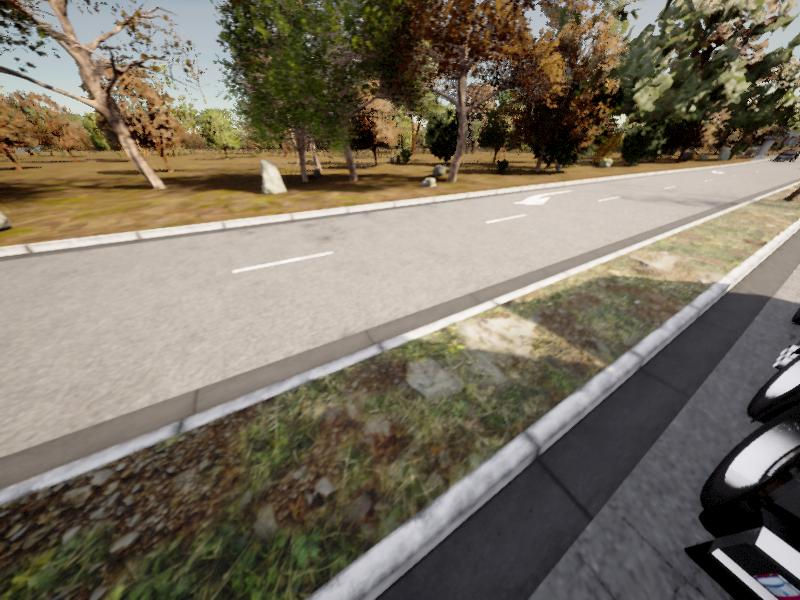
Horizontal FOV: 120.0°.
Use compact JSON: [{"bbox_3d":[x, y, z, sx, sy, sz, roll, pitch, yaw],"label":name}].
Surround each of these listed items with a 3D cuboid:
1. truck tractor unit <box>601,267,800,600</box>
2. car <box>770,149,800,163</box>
[{"bbox_3d":[5.118,-0.293,0.776,6.516,4.208,3.053,-18,39,-24],"label":"truck tractor unit"},{"bbox_3d":[57.313,-21.268,34.136,3.705,1.549,1.789,-18,39,-24],"label":"car"}]
